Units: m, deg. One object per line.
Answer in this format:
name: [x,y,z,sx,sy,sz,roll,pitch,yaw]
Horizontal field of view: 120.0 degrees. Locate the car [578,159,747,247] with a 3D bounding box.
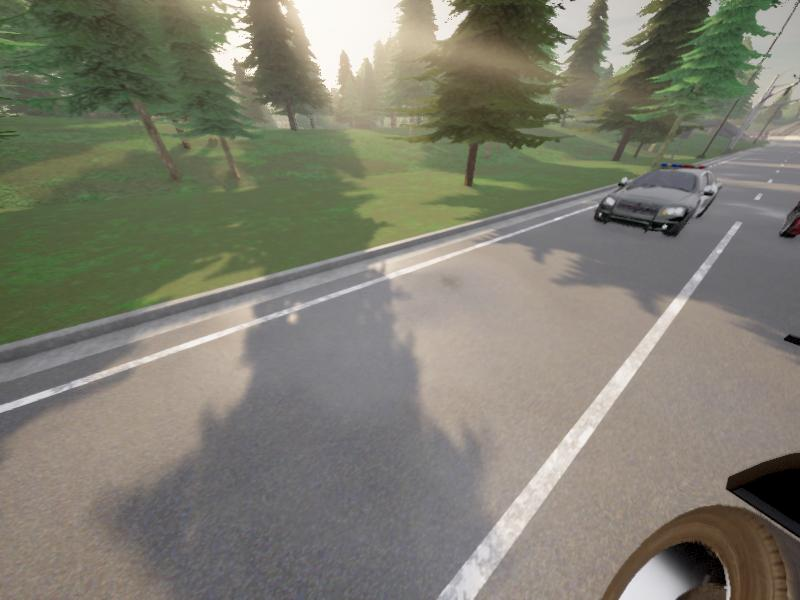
car: [8.074,-3.247,7.090,4.974,1.542,2.038,-22,41,-28]

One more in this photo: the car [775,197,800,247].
car: [11.838,-2.253,5.786,4.181,1.385,1.994,-22,41,-28]
